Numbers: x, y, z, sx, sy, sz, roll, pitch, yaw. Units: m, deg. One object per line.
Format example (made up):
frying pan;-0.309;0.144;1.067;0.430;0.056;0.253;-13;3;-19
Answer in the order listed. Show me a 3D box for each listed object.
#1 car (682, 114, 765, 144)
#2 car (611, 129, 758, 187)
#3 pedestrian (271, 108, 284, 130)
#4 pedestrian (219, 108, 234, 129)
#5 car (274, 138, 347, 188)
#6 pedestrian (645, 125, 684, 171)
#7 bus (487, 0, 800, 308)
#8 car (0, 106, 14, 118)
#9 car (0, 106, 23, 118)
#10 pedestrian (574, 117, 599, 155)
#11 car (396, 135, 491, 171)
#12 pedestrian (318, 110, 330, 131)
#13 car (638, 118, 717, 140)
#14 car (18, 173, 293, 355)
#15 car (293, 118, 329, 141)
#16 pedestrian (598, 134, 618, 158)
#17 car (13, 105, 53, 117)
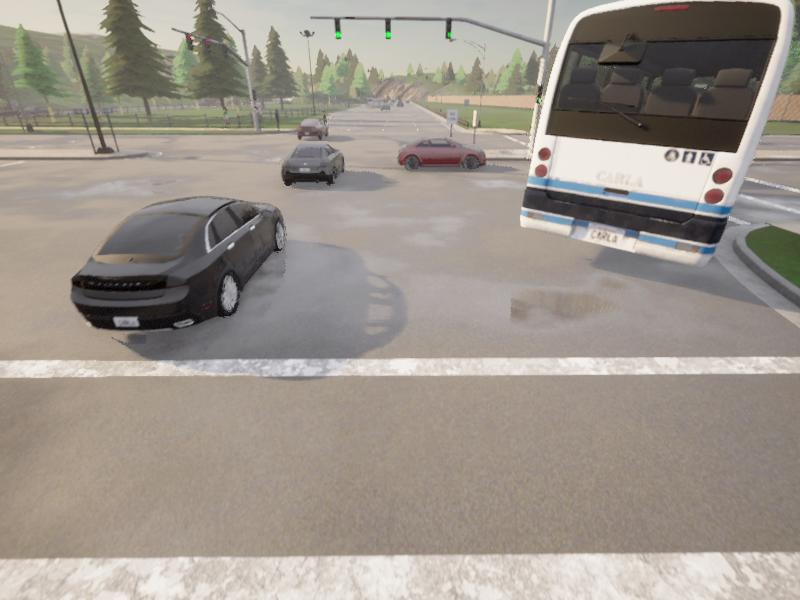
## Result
car;23.111;-12.290;28.735;3.866;1.878;1.905;0;27;1
car;10.796;-5.556;15.521;3.866;1.878;1.905;1;27;2
pedestrian;-11.810;-17.449;38.513;0.751;1.860;0.751;2;27;3
pedestrian;-16.862;-17.629;38.866;0.751;1.860;0.751;2;27;4
car;-3.485;-5.717;16.415;1.994;1.385;4.181;0;27;0
pedestrian;11.917;-6.873;18.086;0.751;1.860;0.751;0;27;1
bus;6.640;-4.130;10.096;3.944;4.253;10.273;22;33;32
car;-68.118;-31.353;66.780;2.152;1.651;5.027;0;27;0
car;-64.627;-30.751;65.387;1.851;1.617;3.988;0;27;0
pedestrian;10.188;-8.982;21.890;0.751;1.860;0.751;3;27;5
car;1.925;-6.937;18.807;4.181;1.385;1.994;0;27;0
pedestrian;-7.349;-17.451;38.854;0.751;1.860;0.751;4;27;8
car;22.063;-13.686;31.965;4.674;1.442;1.812;0;27;1
car;-3.494;-1.061;7.141;1.837;1.490;4.892;0;27;0
car;-6.978;-13.675;31.952;1.812;1.442;4.674;0;27;0
pedestrian;10.878;-8.080;20.956;0.500;1.100;0.500;-9;28;-16
car;-61.118;-31.478;66.684;2.033;1.649;4.856;0;27;0
